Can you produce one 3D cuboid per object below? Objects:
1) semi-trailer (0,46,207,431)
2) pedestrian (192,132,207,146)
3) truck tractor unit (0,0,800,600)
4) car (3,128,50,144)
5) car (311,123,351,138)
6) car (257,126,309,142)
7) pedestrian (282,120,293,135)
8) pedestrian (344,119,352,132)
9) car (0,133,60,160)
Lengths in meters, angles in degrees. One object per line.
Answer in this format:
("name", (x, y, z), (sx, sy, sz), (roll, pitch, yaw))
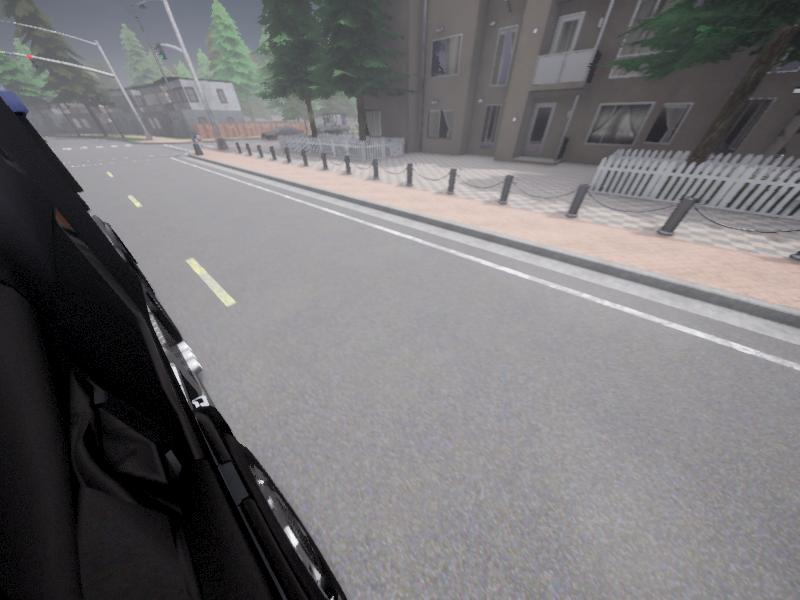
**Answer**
("semi-trailer", (-8.962, -3.316, 4.095), (14.254, 4.402, 2.717), (24, 45, 29))
("pedestrian", (-19.597, -15.701, 22.584), (0.500, 1.100, 0.500), (18, 42, 22))
("truck tractor unit", (-2.645, -0.295, 0.351), (6.516, 4.208, 3.053), (28, 43, 30))
("car", (-44.491, -19.580, 27.527), (4.181, 1.385, 1.994), (19, 42, 23))
("car", (-9.876, -24.671, 33.530), (2.152, 1.651, 5.027), (29, 47, 32))
("car", (-14.774, -21.242, 29.395), (2.033, 1.411, 5.357), (29, 47, 32))
("pedestrian", (-16.863, -25.831, 34.589), (0.751, 1.860, 0.751), (30, 47, 33))
("pedestrian", (-9.243, -30.871, 40.936), (0.751, 1.860, 0.751), (-32, 48, -33))
("car", (-27.766, -10.645, 16.040), (1.994, 1.385, 4.181), (12, 40, 15))
